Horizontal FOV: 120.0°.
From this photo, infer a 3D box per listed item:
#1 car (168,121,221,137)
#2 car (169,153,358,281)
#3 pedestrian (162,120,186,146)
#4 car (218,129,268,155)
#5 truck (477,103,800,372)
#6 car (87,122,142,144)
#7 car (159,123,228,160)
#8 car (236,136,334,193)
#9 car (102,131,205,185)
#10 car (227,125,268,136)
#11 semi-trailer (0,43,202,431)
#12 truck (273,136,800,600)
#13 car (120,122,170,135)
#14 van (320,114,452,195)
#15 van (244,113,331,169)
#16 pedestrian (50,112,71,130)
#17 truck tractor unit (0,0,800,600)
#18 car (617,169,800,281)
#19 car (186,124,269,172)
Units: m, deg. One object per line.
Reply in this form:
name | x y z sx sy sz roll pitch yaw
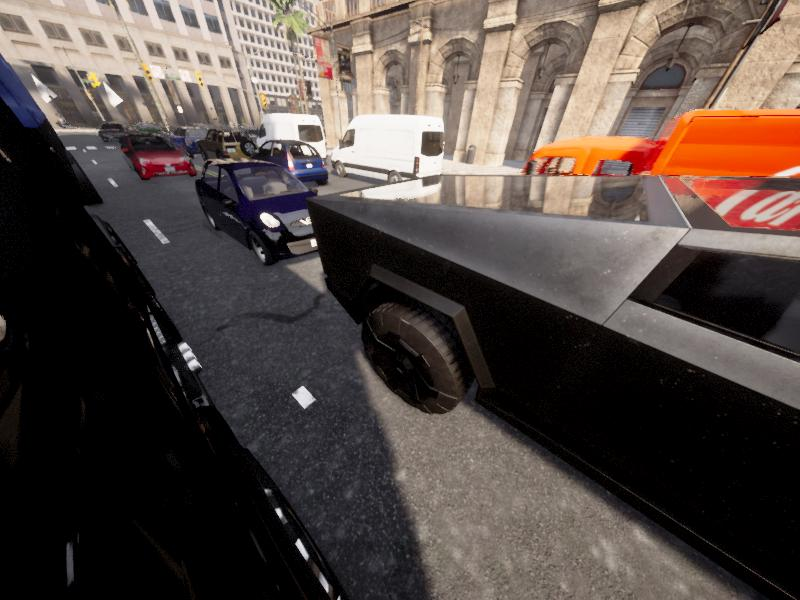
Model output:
car | -29.384 -24.561 33.242 1.930 1.638 5.238 28 44 30
car | -2.883 -2.078 4.960 3.633 1.501 1.845 28 44 30
pedestrian | -20.639 -15.228 21.098 0.751 1.860 0.751 29 44 31
car | -12.780 -12.895 18.791 3.633 1.501 1.845 29 44 30
truck | 4.451 -1.293 3.553 5.204 2.467 2.627 27 43 31
car | -26.591 -15.747 21.763 1.837 1.490 4.892 -18 42 -25
car | -14.384 -11.114 16.089 4.553 1.767 2.097 28 44 30
car | -4.978 -5.993 9.995 3.988 1.617 1.851 28 44 30
car | -11.048 -6.492 10.344 4.514 1.525 2.007 29 44 30
car | -26.546 -29.604 40.365 2.033 1.411 5.357 28 44 30
semi-trailer | -8.694 -3.609 4.229 14.254 4.402 2.717 28 44 30
truck | 2.231 0.432 1.453 6.274 2.098 2.390 28 44 30
car | -35.222 -23.763 32.035 1.994 1.385 4.181 28 44 30
van | -0.890 -6.925 10.719 5.915 2.561 1.988 28 44 30
van | -7.283 -10.369 14.920 5.915 2.561 1.988 28 44 30
pedestrian | -46.462 -24.532 31.652 0.751 1.860 0.751 24 42 26
truck tractor unit | -2.645 -0.295 0.351 6.516 4.208 3.053 28 44 30
car | 7.761 -1.873 5.356 3.633 1.501 1.845 28 44 30
car | -9.753 -8.675 13.052 4.605 1.855 1.932 28 44 30
